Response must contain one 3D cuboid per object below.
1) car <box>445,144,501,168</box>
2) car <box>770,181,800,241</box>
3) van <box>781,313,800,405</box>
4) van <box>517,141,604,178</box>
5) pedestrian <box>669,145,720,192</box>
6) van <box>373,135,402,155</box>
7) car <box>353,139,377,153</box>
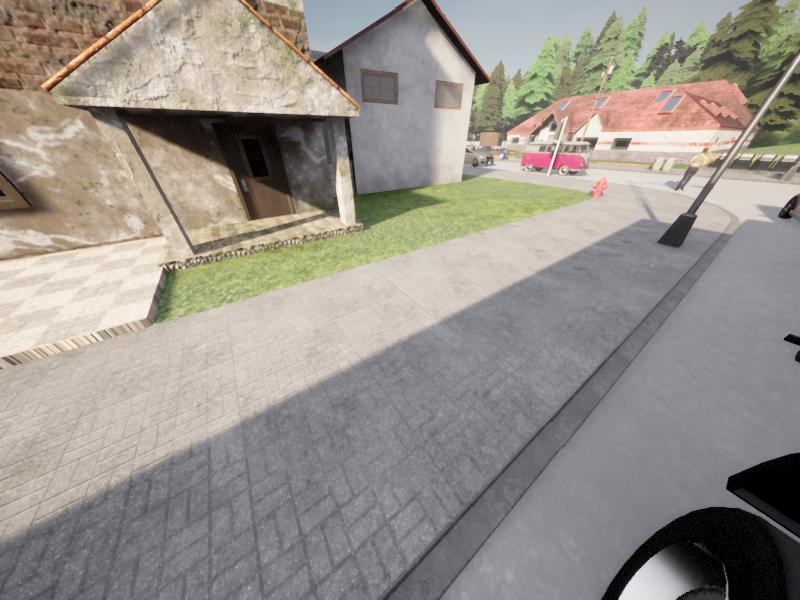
[{"bbox_3d":[6.791,-13.837,22.063,2.242,1.667,4.611,-22,40,-27],"label":"car"},{"bbox_3d":[12.319,-2.537,6.084,3.705,1.549,1.789,-30,45,-35],"label":"car"},{"bbox_3d":[7.072,-0.468,2.339,5.915,2.561,1.988,-20,40,-26],"label":"van"},{"bbox_3d":[11.256,-10.223,16.627,1.775,1.987,4.442,-22,40,-27],"label":"van"},{"bbox_3d":[14.174,-6.338,11.160,0.751,1.860,0.751,-27,43,-32],"label":"pedestrian"},{"bbox_3d":[-2.125,-25.733,38.259,1.988,2.561,5.915,-22,41,-27],"label":"van"},{"bbox_3d":[-6.686,-29.339,43.836,2.150,2.045,5.566,-22,40,-27],"label":"car"}]
